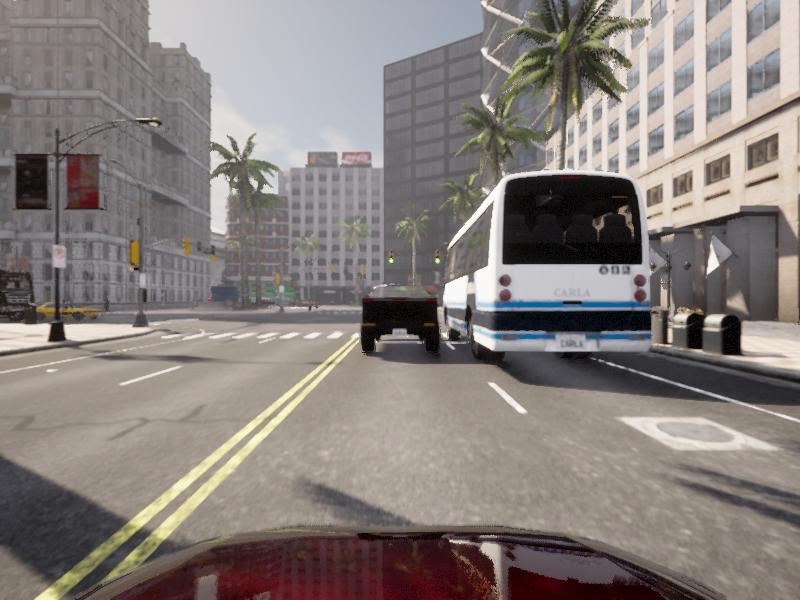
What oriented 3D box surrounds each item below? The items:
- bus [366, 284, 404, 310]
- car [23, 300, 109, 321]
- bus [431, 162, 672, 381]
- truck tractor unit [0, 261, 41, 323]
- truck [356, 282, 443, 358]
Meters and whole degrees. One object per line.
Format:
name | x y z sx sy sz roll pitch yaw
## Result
bus | -2.888 -0.521 70.886 3.944 4.253 10.273 1 0 -19
car | -26.654 0.808 32.008 5.366 1.575 1.801 0 0 0
bus | 3.342 -0.533 12.917 3.944 4.253 10.273 0 0 0
truck tractor unit | -30.475 -0.517 28.875 6.516 4.208 3.053 0 0 3
truck | -0.004 0.545 14.104 2.390 2.098 6.274 0 0 0
